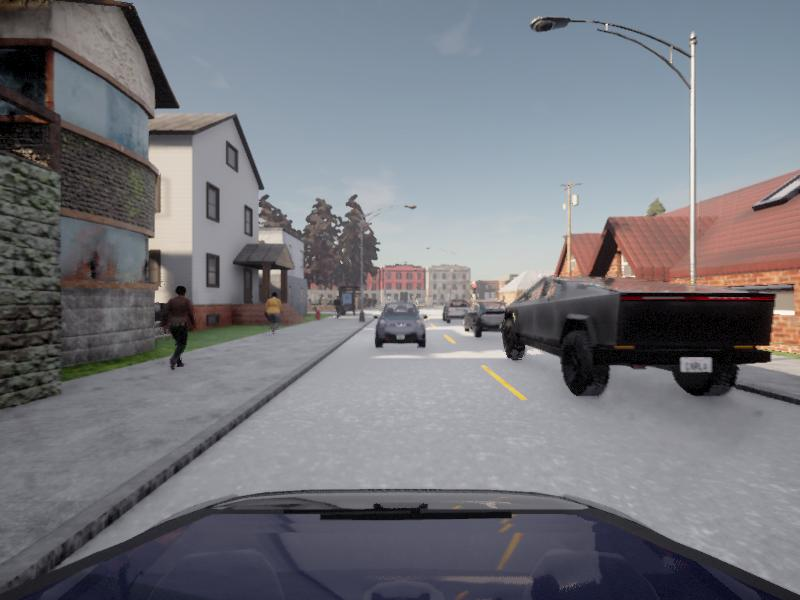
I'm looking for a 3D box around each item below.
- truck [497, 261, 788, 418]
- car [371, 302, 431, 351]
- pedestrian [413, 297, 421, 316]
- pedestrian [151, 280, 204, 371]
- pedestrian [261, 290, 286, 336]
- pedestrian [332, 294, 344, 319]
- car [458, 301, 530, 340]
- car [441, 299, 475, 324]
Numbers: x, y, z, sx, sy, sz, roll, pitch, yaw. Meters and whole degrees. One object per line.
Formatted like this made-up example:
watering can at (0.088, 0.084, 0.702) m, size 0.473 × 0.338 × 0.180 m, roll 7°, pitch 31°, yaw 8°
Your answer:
truck at (4.014, 0.532, 8.494) m, size 2.390 × 2.098 × 6.274 m, roll 0°, pitch 0°, yaw 0°
car at (0.017, 0.813, 14.116) m, size 1.845 × 1.501 × 3.633 m, roll 0°, pitch 0°, yaw 0°
pedestrian at (1.656, 0.599, 39.381) m, size 0.751 × 1.860 × 0.751 m, roll 0°, pitch 0°, yaw 0°
pedestrian at (-4.731, 0.524, 8.547) m, size 0.751 × 1.860 × 0.751 m, roll 0°, pitch 0°, yaw -4°
pedestrian at (-5.175, 0.517, 16.414) m, size 0.751 × 1.860 × 0.751 m, roll 0°, pitch 0°, yaw 1°
pedestrian at (-4.662, 0.495, 30.074) m, size 0.751 × 1.860 × 0.751 m, roll 0°, pitch 0°, yaw 5°
car at (4.020, 0.818, 18.023) m, size 2.128 × 1.511 × 4.902 m, roll 0°, pitch 0°, yaw 0°
car at (3.996, 0.761, 28.169) m, size 1.851 × 1.617 × 3.988 m, roll 0°, pitch 0°, yaw 1°
